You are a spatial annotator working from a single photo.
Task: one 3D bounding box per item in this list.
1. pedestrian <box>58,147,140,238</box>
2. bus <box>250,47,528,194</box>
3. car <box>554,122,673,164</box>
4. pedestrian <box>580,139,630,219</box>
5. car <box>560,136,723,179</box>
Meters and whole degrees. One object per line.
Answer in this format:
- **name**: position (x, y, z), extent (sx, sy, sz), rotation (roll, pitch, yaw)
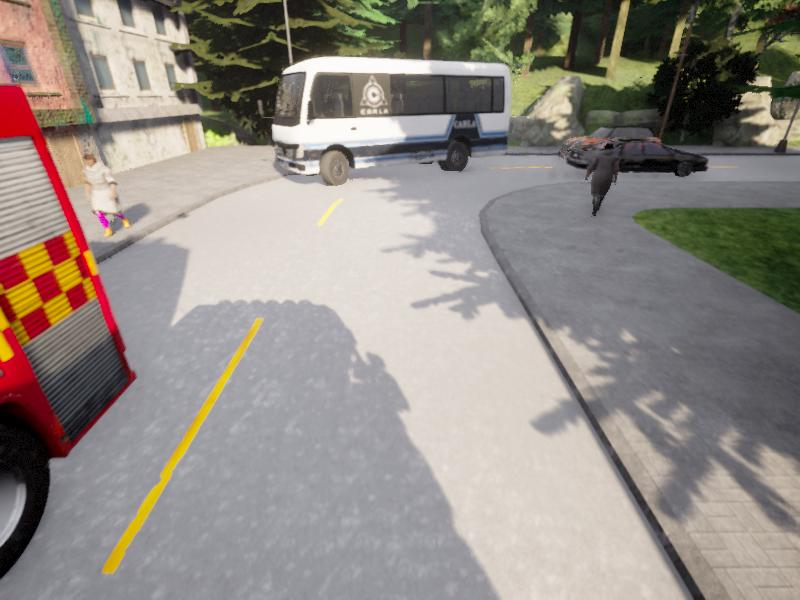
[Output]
- **pedestrian**: position (-6.713, -2.419, 9.030), extent (0.751, 1.860, 0.751), rotation (-2, 27, -4)
- **bus**: position (-0.098, -7.472, 16.537), extent (10.273, 4.253, 3.944), rotation (-16, 30, -28)
- **car**: position (10.534, -7.927, 20.119), extent (4.553, 1.767, 2.097), rotation (-1, 27, -1)
- **pedestrian**: position (5.340, -3.166, 10.491), extent (0.751, 1.860, 0.751), rotation (12, 30, 22)
- **car**: position (9.957, -6.062, 16.924), extent (5.357, 1.411, 2.033), rotation (1, 27, 2)
